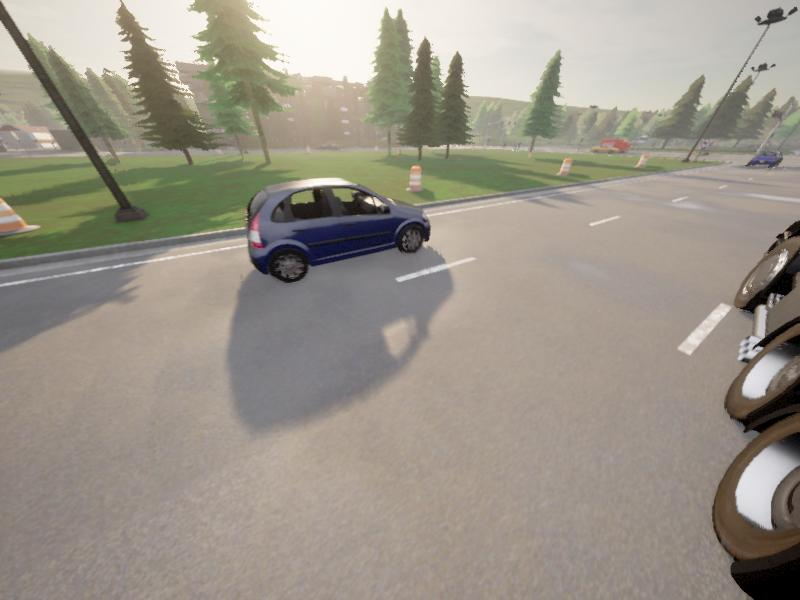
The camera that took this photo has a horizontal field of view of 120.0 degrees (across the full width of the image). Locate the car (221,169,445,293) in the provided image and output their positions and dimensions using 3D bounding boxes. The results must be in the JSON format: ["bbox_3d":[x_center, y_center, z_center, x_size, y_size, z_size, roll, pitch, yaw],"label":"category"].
[{"bbox_3d":[-1.243,-1.810,5.169,3.988,1.617,1.851,-18,39,-25],"label":"car"}]

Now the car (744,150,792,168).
[{"bbox_3d":[39.617,-15.222,24.900,4.193,1.474,1.816,-18,39,-25],"label":"car"}]

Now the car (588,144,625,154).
[{"bbox_3d":[43.247,-31.748,48.542,1.801,1.575,5.366,-18,39,-24],"label":"car"}]

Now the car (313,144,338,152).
[{"bbox_3d":[-16.033,-32.902,49.882,4.718,1.301,1.895,-18,39,-24],"label":"car"}]

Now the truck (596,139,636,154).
[{"bbox_3d":[46.281,-33.103,49.728,2.627,2.467,5.204,-18,39,-24],"label":"truck"}]

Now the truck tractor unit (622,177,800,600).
[{"bbox_3d":[4.952,-0.436,0.968,6.516,4.208,3.053,-24,42,-30],"label":"truck tractor unit"}]

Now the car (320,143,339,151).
[{"bbox_3d":[-16.186,-35.263,53.062,3.633,1.501,1.845,-18,39,-24],"label":"car"}]
